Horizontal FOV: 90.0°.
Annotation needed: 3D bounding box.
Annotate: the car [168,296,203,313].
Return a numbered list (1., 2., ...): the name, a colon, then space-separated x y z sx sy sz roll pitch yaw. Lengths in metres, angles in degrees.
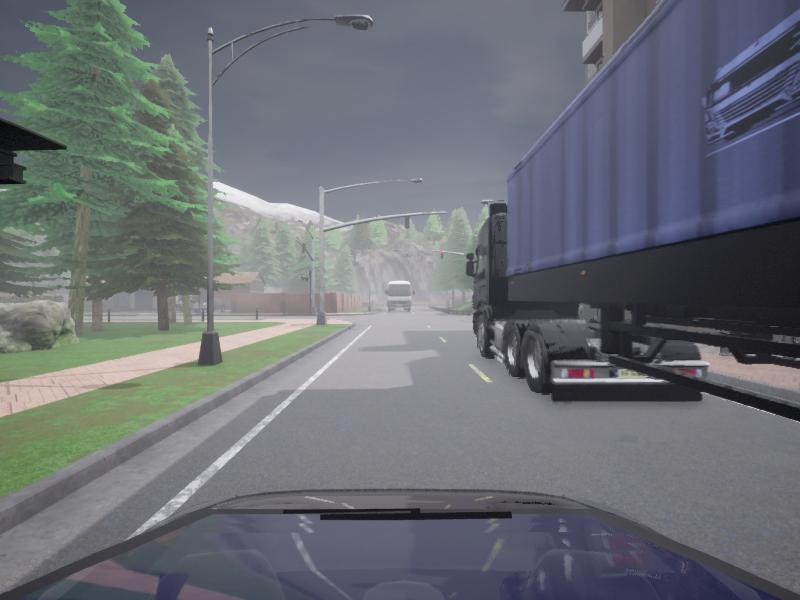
1. car: -24.091 0.505 45.073 1.905 1.878 3.866 0 0 -1

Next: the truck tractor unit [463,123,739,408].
1. truck tractor unit: 3.486 -0.518 9.175 3.053 4.208 6.516 0 0 0

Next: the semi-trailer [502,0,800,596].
1. semi-trailer: 3.499 -0.620 1.258 2.717 4.402 14.254 0 0 0

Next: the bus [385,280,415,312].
1. bus: 0.035 -0.534 57.845 3.944 4.253 10.273 0 0 0

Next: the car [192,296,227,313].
1. car: -21.587 0.503 45.523 1.932 1.855 4.605 0 0 -1
